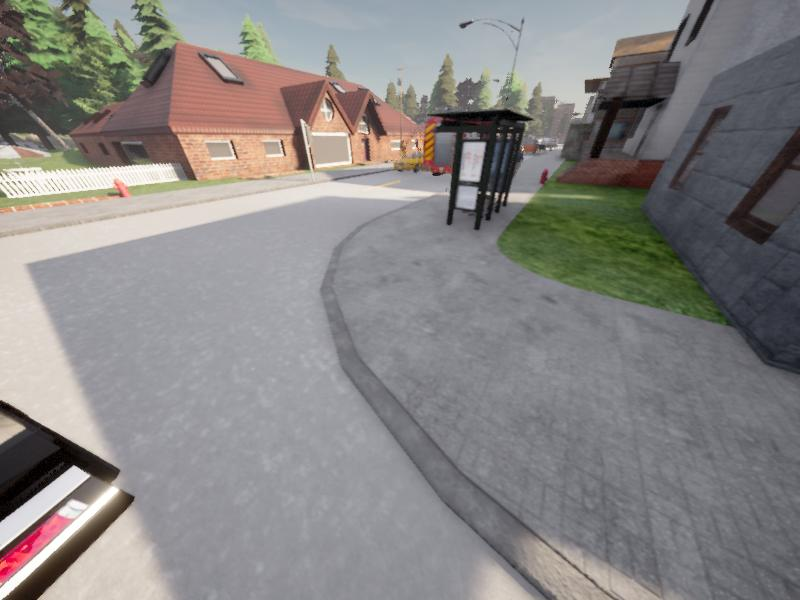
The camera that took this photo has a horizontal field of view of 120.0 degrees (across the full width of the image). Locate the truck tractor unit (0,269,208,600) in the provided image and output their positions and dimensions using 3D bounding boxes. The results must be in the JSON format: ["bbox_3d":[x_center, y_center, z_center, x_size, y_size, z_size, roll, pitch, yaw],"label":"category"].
[{"bbox_3d":[-5.271,-0.094,0.488,6.516,4.208,3.053,11,36,15],"label":"truck tractor unit"}]
